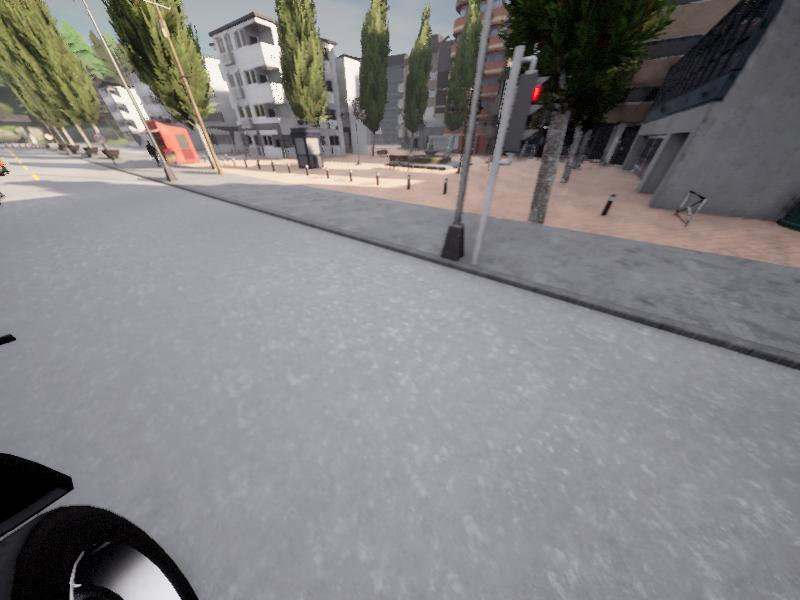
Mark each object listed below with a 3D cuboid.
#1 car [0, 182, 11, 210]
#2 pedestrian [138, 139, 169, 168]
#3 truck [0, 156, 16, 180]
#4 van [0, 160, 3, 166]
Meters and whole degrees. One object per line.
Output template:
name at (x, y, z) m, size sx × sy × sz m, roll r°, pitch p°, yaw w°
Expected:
car at (-16.821, -4.171, 8.472) m, size 4.181 × 1.385 × 1.994 m, roll 26°, pitch 42°, yaw 31°
pedestrian at (-19.462, -11.557, 18.264) m, size 0.751 × 1.860 × 0.751 m, roll 17°, pitch 38°, yaw 22°
truck at (-27.638, -9.180, 14.455) m, size 5.204 × 2.467 × 2.627 m, roll 25°, pitch 42°, yaw 27°
van at (-38.248, -13.509, 20.478) m, size 5.915 × 2.561 × 1.988 m, roll 23°, pitch 41°, yaw 27°
